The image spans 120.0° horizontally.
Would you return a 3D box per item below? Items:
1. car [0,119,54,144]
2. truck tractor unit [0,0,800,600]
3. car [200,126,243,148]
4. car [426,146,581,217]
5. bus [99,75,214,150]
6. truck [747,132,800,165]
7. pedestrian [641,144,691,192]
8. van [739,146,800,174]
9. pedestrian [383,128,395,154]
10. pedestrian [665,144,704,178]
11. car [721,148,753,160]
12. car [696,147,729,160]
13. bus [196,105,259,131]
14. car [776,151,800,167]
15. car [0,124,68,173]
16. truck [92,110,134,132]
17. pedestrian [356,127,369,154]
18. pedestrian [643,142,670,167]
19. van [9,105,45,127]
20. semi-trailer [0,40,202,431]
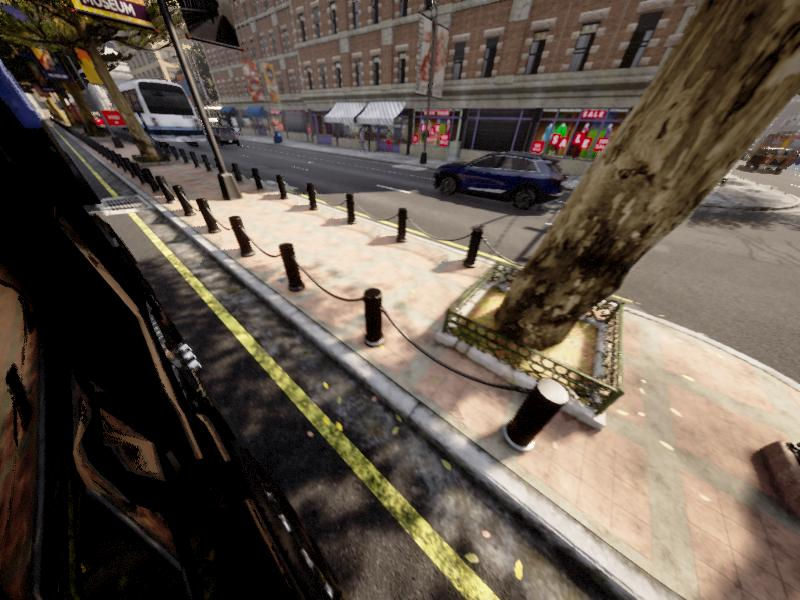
[{"bbox_3d":[-31.028,-13.991,19.169,5.357,1.411,2.033,28,43,29],"label":"car"},{"bbox_3d":[-2.645,-0.295,0.351,6.516,4.208,3.053,28,44,30],"label":"truck tractor unit"},{"bbox_3d":[-17.187,-15.715,22.253,3.633,1.501,1.845,28,44,29],"label":"car"},{"bbox_3d":[3.696,-4.763,8.898,4.856,1.649,2.033,24,41,26],"label":"car"},{"bbox_3d":[-21.701,-16.389,20.587,10.273,4.253,3.944,28,43,29],"label":"bus"},{"bbox_3d":[59.430,-23.739,35.996,2.891,3.827,8.468,27,43,29],"label":"truck"},{"bbox_3d":[12.670,-6.330,11.082,0.751,1.860,0.751,28,44,30],"label":"pedestrian"},{"bbox_3d":[37.604,-14.281,23.450,2.069,2.038,4.480,27,43,29],"label":"van"},{"bbox_3d":[-1.030,-14.584,21.216,0.751,1.860,0.751,23,41,25],"label":"pedestrian"},{"bbox_3d":[18.900,-9.266,15.405,0.751,1.860,0.751,26,43,28],"label":"pedestrian"},{"bbox_3d":[58.367,-25.419,40.113,1.837,1.490,4.892,27,43,29],"label":"car"},{"bbox_3d":[53.569,-25.290,39.767,2.152,1.651,5.027,27,43,29],"label":"car"},{"bbox_3d":[-39.441,-41.924,53.530,3.944,4.253,10.273,27,43,29],"label":"bus"},{"bbox_3d":[54.208,-19.177,31.464,1.789,1.549,3.705,27,43,29],"label":"car"},{"bbox_3d":[-18.194,-7.314,10.972,4.974,1.542,2.038,27,43,29],"label":"car"},{"bbox_3d":[-43.704,-27.294,35.209,5.204,2.467,2.627,28,43,29],"label":"truck"},{"bbox_3d":[-3.217,-13.648,19.825,0.751,1.860,0.751,17,39,18],"label":"pedestrian"},{"bbox_3d":[23.347,-13.310,21.091,0.751,1.860,0.751,23,41,25],"label":"pedestrian"},{"bbox_3d":[-60.479,-29.904,37.553,5.915,2.561,1.988,28,43,29],"label":"van"},{"bbox_3d":[-8.719,-3.592,4.204,14.254,4.402,2.717,28,44,30],"label":"semi-trailer"}]
